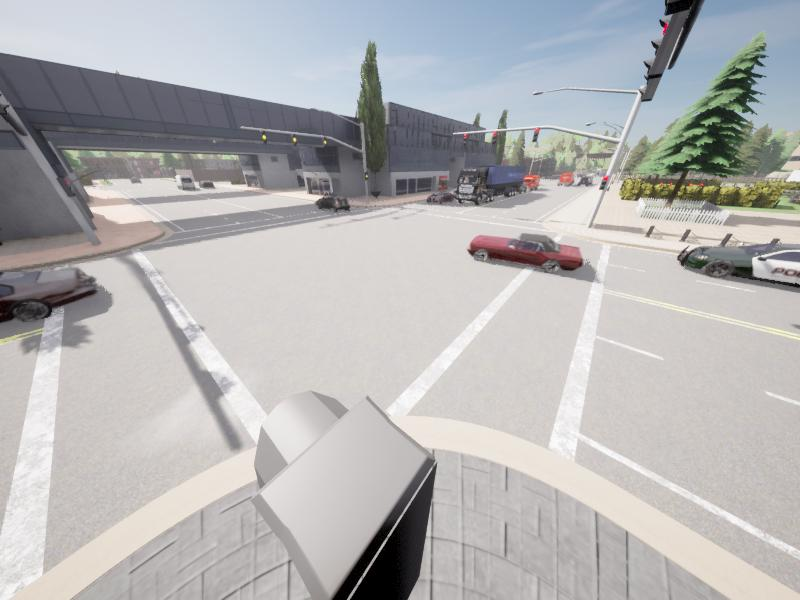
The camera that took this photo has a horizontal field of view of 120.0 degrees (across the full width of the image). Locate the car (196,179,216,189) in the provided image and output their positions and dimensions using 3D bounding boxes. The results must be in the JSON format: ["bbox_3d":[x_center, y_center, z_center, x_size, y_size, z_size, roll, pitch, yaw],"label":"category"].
[{"bbox_3d":[-41.130,-24.567,48.917,5.238,1.638,1.930,24,38,35],"label":"car"}]

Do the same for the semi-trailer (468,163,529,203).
[{"bbox_3d":[14.688,-17.315,33.578,2.717,4.402,14.254,23,37,34],"label":"semi-trailer"}]

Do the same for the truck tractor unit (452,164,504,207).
[{"bbox_3d":[9.606,-14.193,28.377,3.053,4.208,6.516,23,37,34],"label":"truck tractor unit"}]

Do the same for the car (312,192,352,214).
[{"bbox_3d":[-7.045,-10.140,23.962,3.988,1.617,1.851,23,37,34],"label":"car"}]

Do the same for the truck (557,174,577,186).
[{"bbox_3d":[40.141,-28.918,55.577,2.627,2.467,5.204,23,35,34],"label":"truck"}]

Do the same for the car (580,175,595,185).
[{"bbox_3d":[47.949,-30.647,59.042,2.150,2.045,5.566,23,37,34],"label":"car"}]

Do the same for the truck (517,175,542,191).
[{"bbox_3d":[25.332,-22.807,45.040,2.627,2.467,5.204,23,37,34],"label":"truck"}]

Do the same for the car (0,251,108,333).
[{"bbox_3d":[-12.329,0.227,6.218,2.033,1.411,5.357,23,37,35],"label":"car"}]

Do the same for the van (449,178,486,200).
[{"bbox_3d":[10.008,-16.386,33.961,2.351,2.431,6.366,23,37,34],"label":"van"}]

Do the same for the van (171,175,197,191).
[{"bbox_3d":[-43.093,-23.471,46.120,5.915,2.561,1.988,23,37,34],"label":"van"}]

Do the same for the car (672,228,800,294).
[{"bbox_3d":[14.717,-1.456,8.997,4.974,1.542,2.038,23,37,34],"label":"car"}]

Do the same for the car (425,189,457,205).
[{"bbox_3d":[5.162,-13.035,29.215,1.994,1.385,4.181,23,37,34],"label":"car"}]

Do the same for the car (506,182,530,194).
[{"bbox_3d":[20.645,-19.675,40.427,2.242,1.667,4.611,23,37,34],"label":"car"}]

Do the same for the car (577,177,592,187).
[{"bbox_3d":[43.399,-27.869,54.384,1.905,1.878,3.866,23,37,34],"label":"car"}]

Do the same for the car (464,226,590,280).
[{"bbox_3d":[5.676,-2.395,10.858,4.718,1.301,1.895,16,34,25],"label":"car"}]
